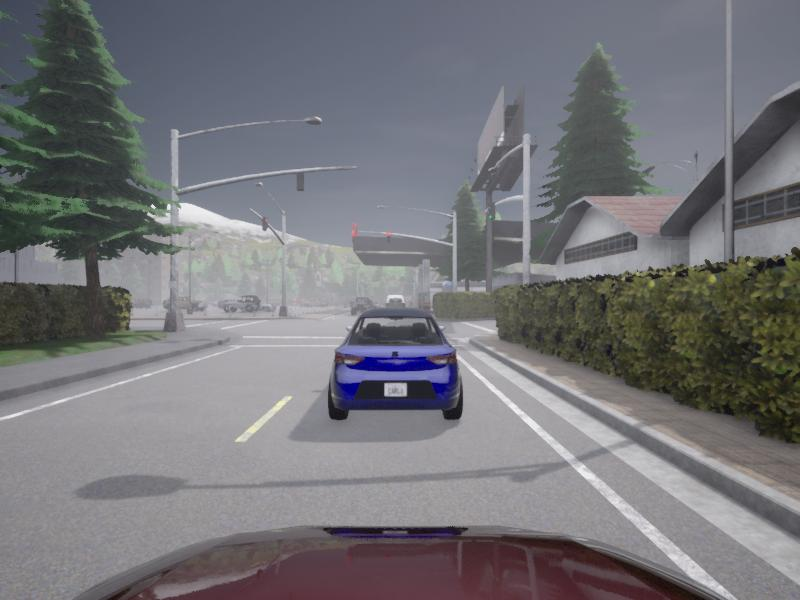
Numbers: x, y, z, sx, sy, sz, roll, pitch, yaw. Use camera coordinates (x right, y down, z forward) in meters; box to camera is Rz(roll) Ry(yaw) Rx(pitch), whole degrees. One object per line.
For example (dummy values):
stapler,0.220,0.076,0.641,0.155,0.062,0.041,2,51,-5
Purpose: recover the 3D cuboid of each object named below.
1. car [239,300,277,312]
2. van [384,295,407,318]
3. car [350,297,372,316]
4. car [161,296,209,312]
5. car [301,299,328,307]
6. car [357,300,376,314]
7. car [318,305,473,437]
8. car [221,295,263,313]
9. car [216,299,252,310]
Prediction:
car,-16.706,0.704,47.253,3.806,1.475,1.970,0,0,-1
van,-0.427,0.573,38.783,2.069,2.038,4.480,0,0,-1
car,-3.957,0.646,41.350,1.905,1.878,3.866,0,0,-1
car,-25.183,0.441,47.071,4.605,1.855,1.932,0,0,-1
car,-17.339,0.674,81.505,5.027,1.636,2.152,0,0,-1
car,-4.037,0.777,48.747,2.033,1.649,4.856,0,0,-1
car,-0.077,0.854,6.770,1.816,1.474,4.193,0,0,-1
car,-17.261,0.420,43.919,3.866,1.878,1.905,0,0,-1
car,-24.683,0.641,59.538,4.514,1.523,2.007,0,0,-1
